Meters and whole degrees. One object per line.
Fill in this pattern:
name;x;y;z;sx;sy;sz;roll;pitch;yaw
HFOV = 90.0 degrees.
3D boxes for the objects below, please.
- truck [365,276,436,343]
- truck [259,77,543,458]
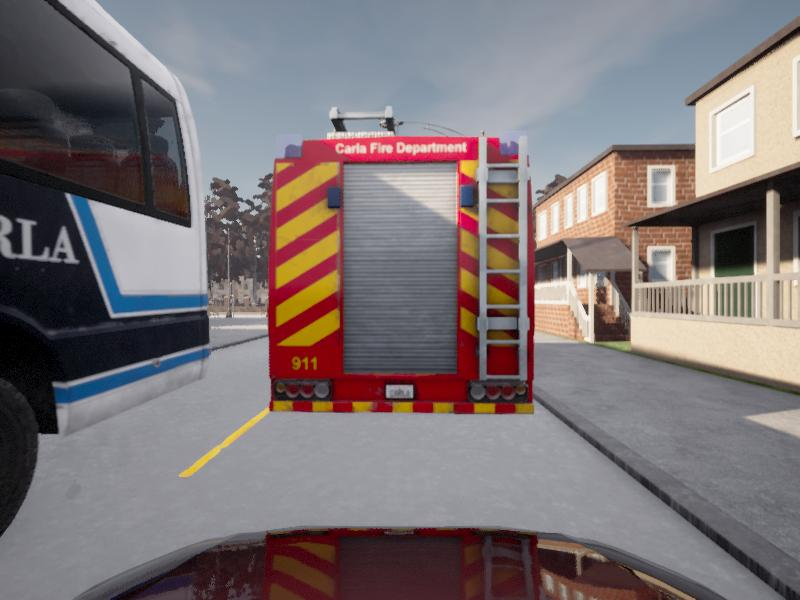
truck;0.173;0.350;17.322;2.627;2.467;5.204;0;0;4
truck;0.146;-0.324;8.300;2.891;3.827;8.468;0;0;2
